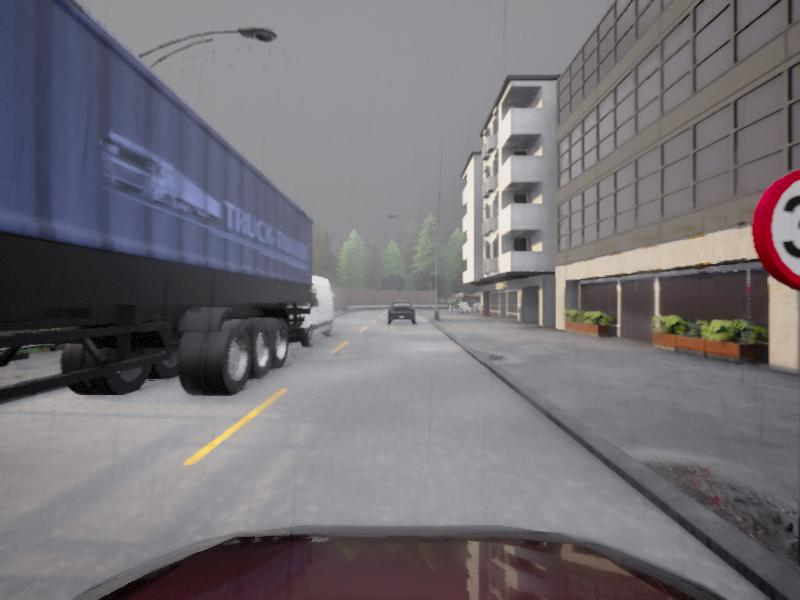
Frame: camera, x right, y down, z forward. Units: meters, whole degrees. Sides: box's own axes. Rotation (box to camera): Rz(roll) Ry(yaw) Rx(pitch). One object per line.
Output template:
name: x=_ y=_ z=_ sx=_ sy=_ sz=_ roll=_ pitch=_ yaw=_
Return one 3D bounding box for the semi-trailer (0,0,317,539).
semi-trailer: x=-3.996 y=-0.619 z=5.388 sx=2.717 sy=4.402 sz=14.254 roll=0 pitch=0 yaw=0

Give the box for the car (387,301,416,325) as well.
car: x=0.118 y=0.836 z=27.996 sx=1.837 sy=1.490 sz=4.892 roll=0 pitch=0 yaw=0

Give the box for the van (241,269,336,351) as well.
van: x=-3.940 y=0.315 z=15.368 sx=1.988 sy=2.561 sz=5.915 roll=0 pitch=0 yaw=0

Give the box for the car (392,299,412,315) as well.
car: x=0.205 y=0.765 z=44.960 sx=2.152 sy=1.651 sz=5.027 roll=0 pitch=0 yaw=0
